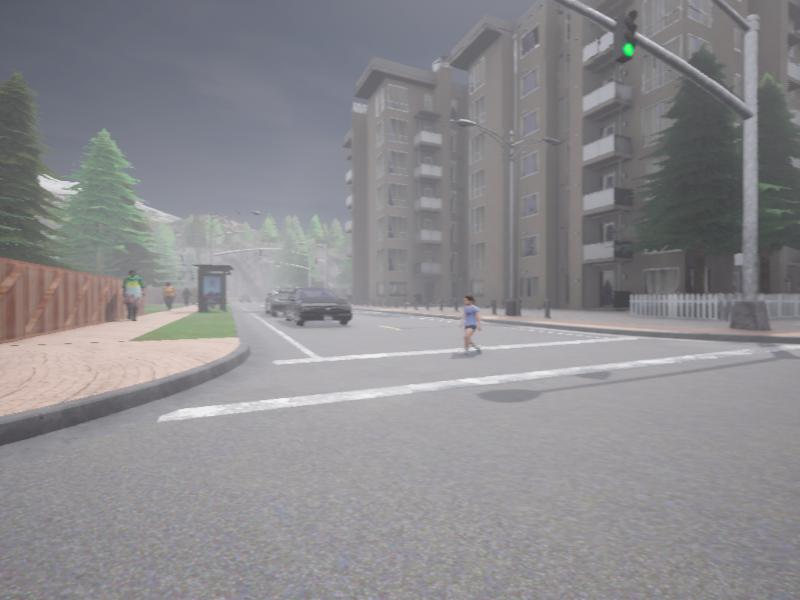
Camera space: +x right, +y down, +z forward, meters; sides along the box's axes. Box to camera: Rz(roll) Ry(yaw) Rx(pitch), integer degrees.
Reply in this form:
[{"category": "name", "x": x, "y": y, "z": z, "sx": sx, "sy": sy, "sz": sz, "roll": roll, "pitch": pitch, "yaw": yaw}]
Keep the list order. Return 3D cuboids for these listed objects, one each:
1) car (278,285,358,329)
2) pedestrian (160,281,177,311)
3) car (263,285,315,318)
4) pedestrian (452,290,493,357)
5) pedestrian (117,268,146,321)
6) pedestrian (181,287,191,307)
[{"category": "car", "x": -3.441, "y": 0.209, "z": 15.720, "sx": 2.033, "sy": 1.411, "sz": 5.357, "roll": 0, "pitch": 0, "yaw": -23}, {"category": "pedestrian", "x": -14.468, "y": -0.241, "z": 25.009, "sx": 0.751, "sy": 1.860, "sz": 0.751, "roll": 0, "pitch": 0, "yaw": -11}, {"category": "car", "x": -6.321, "y": 0.059, "z": 22.394, "sx": 2.152, "sy": 1.651, "sz": 5.027, "roll": 0, "pitch": 0, "yaw": -23}, {"category": "pedestrian", "x": 1.251, "y": 0.378, "z": 6.913, "sx": 0.500, "sy": 1.100, "sz": 0.500, "roll": 0, "pitch": 0, "yaw": -32}, {"category": "pedestrian", "x": -9.704, "y": -0.184, "z": 14.490, "sx": 0.751, "sy": 1.860, "sz": 0.751, "roll": 0, "pitch": 0, "yaw": -22}, {"category": "pedestrian", "x": -19.889, "y": -0.306, "z": 37.189, "sx": 0.751, "sy": 1.860, "sz": 0.751, "roll": 0, "pitch": 0, "yaw": -26}]
